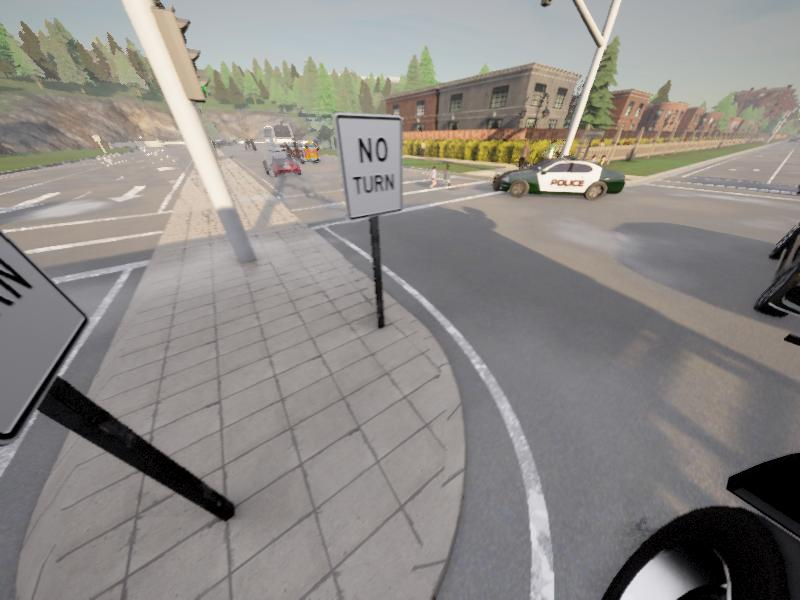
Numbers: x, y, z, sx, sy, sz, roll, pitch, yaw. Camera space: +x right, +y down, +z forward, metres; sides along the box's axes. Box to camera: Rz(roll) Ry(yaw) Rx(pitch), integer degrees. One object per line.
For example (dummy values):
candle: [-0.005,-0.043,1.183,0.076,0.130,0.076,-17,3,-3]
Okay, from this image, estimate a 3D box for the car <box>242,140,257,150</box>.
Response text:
car: [-33.882,-34.791,51.849,1.905,1.878,3.866,-22,40,-27]

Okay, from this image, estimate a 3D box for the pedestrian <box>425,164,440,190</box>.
pedestrian: [1.676,-6.375,11.937,0.500,1.100,0.500,-22,41,-28]

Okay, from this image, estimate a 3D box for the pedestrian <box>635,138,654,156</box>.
pedestrian: [30.055,-18.766,28.378,0.751,1.860,0.751,-21,40,-27]

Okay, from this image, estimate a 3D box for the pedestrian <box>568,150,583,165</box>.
pedestrian: [15.394,-12.512,20.276,0.500,1.100,0.500,-22,41,-27]

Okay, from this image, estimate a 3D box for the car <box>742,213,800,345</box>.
car: [7.682,-0.649,3.362,5.027,1.651,2.152,-22,41,-28]

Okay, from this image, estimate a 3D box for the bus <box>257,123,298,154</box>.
bus: [-22.759,-29.891,42.772,3.944,4.253,10.273,-22,41,-27]

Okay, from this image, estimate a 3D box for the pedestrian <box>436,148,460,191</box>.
pedestrian: [2.463,-6.785,12.052,0.751,1.860,0.751,29,44,35]

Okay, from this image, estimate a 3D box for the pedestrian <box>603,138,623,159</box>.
pedestrian: [23.593,-16.783,25.613,0.751,1.860,0.751,-22,41,-27]

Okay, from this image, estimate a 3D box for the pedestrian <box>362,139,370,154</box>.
pedestrian: [-5.159,-23.413,35.225,0.751,1.860,0.751,-22,40,-27]

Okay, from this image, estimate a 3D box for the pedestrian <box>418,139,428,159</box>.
pedestrian: [2.633,-17.083,26.191,0.751,1.860,0.751,-22,41,-28]

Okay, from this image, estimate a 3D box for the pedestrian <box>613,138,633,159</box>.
pedestrian: [24.071,-16.322,24.955,0.751,1.860,0.751,-22,41,-28]

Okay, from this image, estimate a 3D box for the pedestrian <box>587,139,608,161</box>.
pedestrian: [19.831,-15.063,23.202,0.751,1.860,0.751,-19,39,-24]

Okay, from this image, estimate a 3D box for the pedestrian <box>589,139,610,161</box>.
pedestrian: [20.658,-15.563,23.905,0.751,1.860,0.751,-15,38,-19]

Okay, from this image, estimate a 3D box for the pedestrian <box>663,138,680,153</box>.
pedestrian: [39.870,-22.720,33.912,0.751,1.860,0.751,-22,41,-28]

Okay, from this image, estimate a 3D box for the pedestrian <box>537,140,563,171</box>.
pedestrian: [10.750,-10.360,16.598,0.751,1.860,0.751,-21,40,-27]

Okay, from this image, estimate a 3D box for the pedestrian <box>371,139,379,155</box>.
pedestrian: [-3.639,-22.193,33.484,0.751,1.860,0.751,-21,40,-27]

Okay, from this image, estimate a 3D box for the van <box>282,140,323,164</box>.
van: [-10.887,-16.607,25.764,4.480,2.038,2.069,29,45,35]

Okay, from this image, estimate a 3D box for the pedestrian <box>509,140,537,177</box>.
pedestrian: [7.583,-8.756,14.294,0.751,1.860,0.751,-22,41,-28]

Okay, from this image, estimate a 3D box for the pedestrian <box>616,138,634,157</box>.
pedestrian: [27.076,-18.335,27.787,0.751,1.860,0.751,-23,41,-29]

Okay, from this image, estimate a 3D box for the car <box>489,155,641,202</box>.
car: [6.866,-5.553,10.403,4.974,1.542,2.038,7,36,10]

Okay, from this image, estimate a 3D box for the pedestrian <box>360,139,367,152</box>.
pedestrian: [-6.322,-26.709,39.906,0.751,1.860,0.751,9,36,12]

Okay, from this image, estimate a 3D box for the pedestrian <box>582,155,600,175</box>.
pedestrian: [12.355,-8.728,14.931,0.500,1.100,0.500,25,42,31]

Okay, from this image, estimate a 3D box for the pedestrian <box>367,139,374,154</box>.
pedestrian: [-4.377,-22.778,34.318,0.751,1.860,0.751,-21,40,-27]

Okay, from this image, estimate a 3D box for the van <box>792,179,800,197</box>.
van: [19.825,-5.749,10.192,4.442,1.987,1.775,-22,41,-28]

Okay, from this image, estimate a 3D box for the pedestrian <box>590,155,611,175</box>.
pedestrian: [12.888,-8.686,14.868,0.500,1.100,0.500,9,36,13]

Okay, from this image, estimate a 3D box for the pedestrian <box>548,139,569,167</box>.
pedestrian: [13.171,-12.225,19.225,0.751,1.860,0.751,-29,44,-34]

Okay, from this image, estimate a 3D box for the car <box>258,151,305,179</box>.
car: [-8.801,-10.040,17.019,1.994,1.385,4.181,-22,40,-27]
